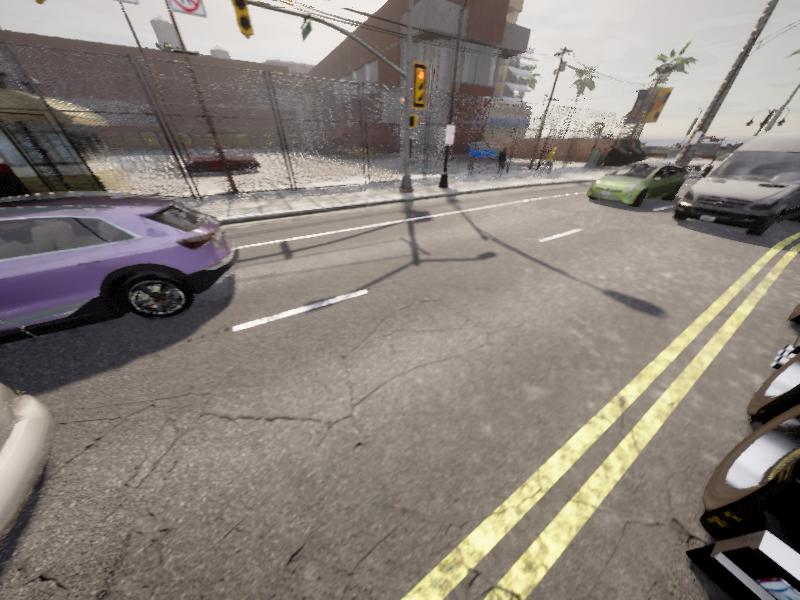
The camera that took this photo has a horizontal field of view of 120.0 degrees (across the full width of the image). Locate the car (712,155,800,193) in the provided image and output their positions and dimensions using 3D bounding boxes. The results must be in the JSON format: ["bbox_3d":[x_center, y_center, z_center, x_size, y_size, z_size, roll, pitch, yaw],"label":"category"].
[{"bbox_3d":[21.931,-7.253,13.228,5.027,1.651,2.152,-5,35,-7],"label":"car"}]

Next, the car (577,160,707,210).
[{"bbox_3d":[10.750,-5.271,10.357,4.514,1.525,2.007,-14,37,-20],"label":"car"}]

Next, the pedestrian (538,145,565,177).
[{"bbox_3d":[10.571,-9.746,16.190,0.751,1.860,0.751,-16,38,-22],"label":"pedestrian"}]

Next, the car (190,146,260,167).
[{"bbox_3d":[-16.784,-13.973,22.436,5.008,1.535,2.097,-18,39,-25],"label":"car"}]

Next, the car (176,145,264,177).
[{"bbox_3d":[-12.912,-10.326,17.006,4.553,1.767,2.185,-18,39,-25],"label":"car"}]

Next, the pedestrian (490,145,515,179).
[{"bbox_3d":[6.755,-9.148,15.294,0.751,1.860,0.751,-19,39,-26],"label":"pedestrian"}]

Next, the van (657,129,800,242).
[{"bbox_3d":[11.932,-3.855,7.443,5.915,2.561,1.988,-14,37,-20],"label":"van"}]

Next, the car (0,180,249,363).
[{"bbox_3d":[-5.198,-0.477,3.224,4.856,1.649,2.033,-18,39,-24],"label":"car"}]

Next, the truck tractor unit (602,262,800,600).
[{"bbox_3d":[5.111,-0.299,0.790,6.516,4.208,3.053,-18,39,-24],"label":"truck tractor unit"}]

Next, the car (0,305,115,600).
[{"bbox_3d":[-4.479,1.576,0.240,4.611,1.667,2.242,-18,39,-24],"label":"car"}]
